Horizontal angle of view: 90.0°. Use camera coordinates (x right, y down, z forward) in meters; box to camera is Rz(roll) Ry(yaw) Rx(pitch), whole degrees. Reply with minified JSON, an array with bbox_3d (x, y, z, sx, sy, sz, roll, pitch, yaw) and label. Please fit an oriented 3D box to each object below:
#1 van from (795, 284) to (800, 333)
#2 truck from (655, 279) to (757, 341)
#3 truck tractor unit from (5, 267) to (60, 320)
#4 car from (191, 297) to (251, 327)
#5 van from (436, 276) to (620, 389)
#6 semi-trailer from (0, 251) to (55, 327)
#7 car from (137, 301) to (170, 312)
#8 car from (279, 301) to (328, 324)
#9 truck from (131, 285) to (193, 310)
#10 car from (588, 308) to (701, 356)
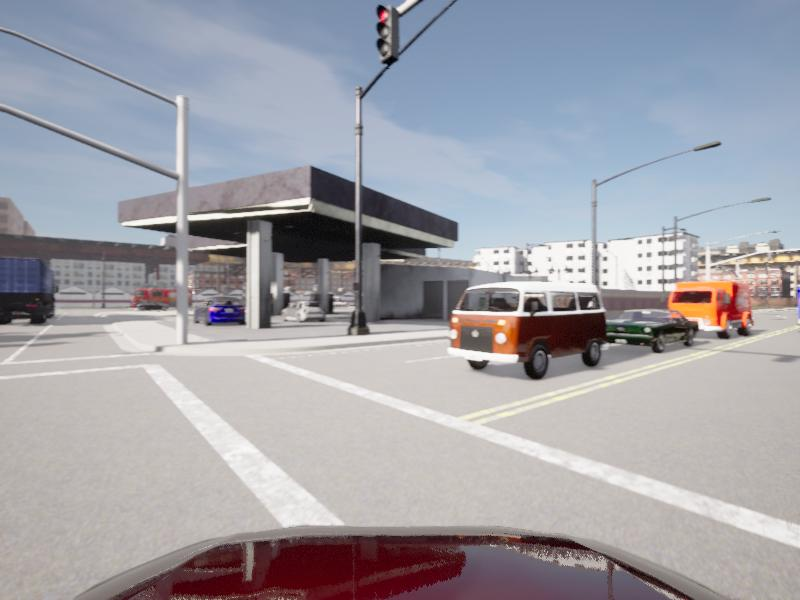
[{"bbox_3d":[23.091,0.446,21.234,6.366,2.431,2.351,0,0,-39],"label":"van"},{"bbox_3d":[14.205,0.405,18.463,5.204,2.467,2.627,0,0,-39],"label":"truck"},{"bbox_3d":[-32.254,-0.529,35.364,3.053,4.208,6.516,0,0,-38],"label":"truck tractor unit"},{"bbox_3d":[-10.878,0.651,24.087,2.242,1.667,4.611,0,0,-38],"label":"car"},{"bbox_3d":[3.184,0.589,9.462,4.480,2.038,2.069,0,0,-40],"label":"van"},{"bbox_3d":[-27.326,-0.626,29.176,2.717,4.402,14.254,0,0,-39],"label":"semi-trailer"},{"bbox_3d":[-34.000,0.840,55.251,3.633,1.501,1.845,0,0,-39],"label":"car"},{"bbox_3d":[-6.856,0.825,28.259,1.970,1.475,3.806,0,0,-38],"label":"car"},{"bbox_3d":[-38.637,-0.302,65.118,8.468,3.827,2.891,0,0,-38],"label":"truck"},{"bbox_3d":[8.561,0.977,13.824,4.718,1.301,1.895,0,0,-39],"label":"car"}]
